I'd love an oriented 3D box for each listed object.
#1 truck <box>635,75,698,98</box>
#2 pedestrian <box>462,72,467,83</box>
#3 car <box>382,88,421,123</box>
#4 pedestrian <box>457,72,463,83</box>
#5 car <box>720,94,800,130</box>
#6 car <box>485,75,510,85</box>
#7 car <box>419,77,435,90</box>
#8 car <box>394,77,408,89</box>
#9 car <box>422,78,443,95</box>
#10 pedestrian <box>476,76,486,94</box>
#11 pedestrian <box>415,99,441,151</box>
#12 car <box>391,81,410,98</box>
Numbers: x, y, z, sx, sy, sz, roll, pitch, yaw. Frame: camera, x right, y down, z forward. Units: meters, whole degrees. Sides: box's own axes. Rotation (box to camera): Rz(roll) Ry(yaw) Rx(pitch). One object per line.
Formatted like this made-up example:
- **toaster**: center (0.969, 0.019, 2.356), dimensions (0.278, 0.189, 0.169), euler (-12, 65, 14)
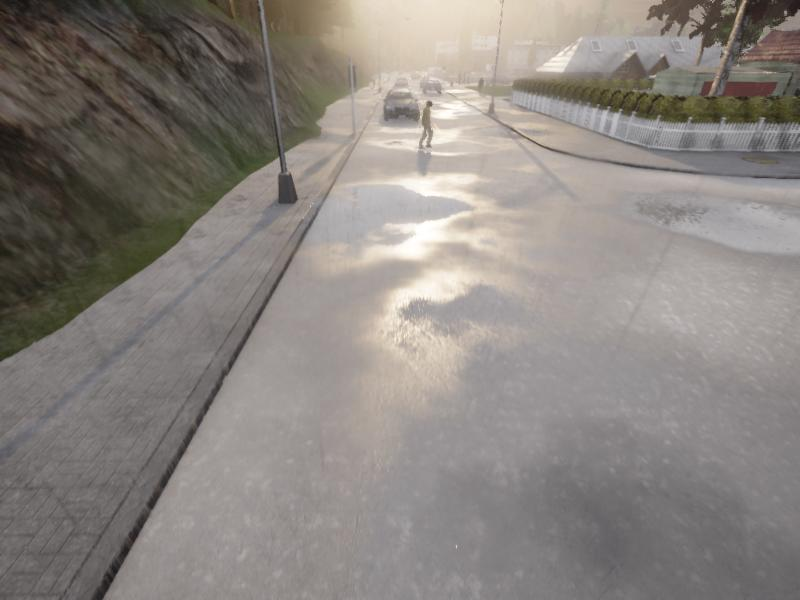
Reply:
- **truck**: center (27.022, -21.724, 40.690), dimensions (4.478, 2.038, 2.069), euler (0, 30, 0)
- **pedestrian**: center (12.265, -42.365, 76.191), dimensions (0.751, 1.860, 0.751), euler (-2, 30, -3)
- **car**: center (0.012, -12.848, 26.270), dimensions (2.242, 1.667, 4.611), euler (-2, 30, -3)
- **pedestrian**: center (11.387, -42.221, 75.946), dimensions (0.751, 1.860, 0.751), euler (-17, 35, -27)
- **car**: center (19.810, -10.111, 21.384), dimensions (1.994, 1.381, 4.181), euler (0, 30, 0)
- **car**: center (18.045, -40.736, 74.082), dimensions (4.193, 1.474, 1.816), euler (0, 30, 0)
- **car**: center (4.059, -32.856, 60.572), dimensions (2.038, 1.542, 4.974), euler (0, 31, 0)
- **car**: center (0.250, -34.068, 62.638), dimensions (2.007, 1.525, 4.514), euler (1, 30, 2)
- **car**: center (4.048, -27.033, 50.537), dimensions (2.152, 1.651, 5.027), euler (0, 30, 0)
- **pedestrian**: center (9.427, -25.043, 46.653), dimensions (0.751, 1.860, 0.751), euler (0, 30, 0)
- **pedestrian**: center (1.125, -7.082, 16.192), dimensions (0.751, 1.860, 0.751), euler (-11, 32, -18)
- **car**: center (0.046, -23.364, 44.365), dimensions (2.007, 1.525, 4.514), euler (0, 30, 0)
